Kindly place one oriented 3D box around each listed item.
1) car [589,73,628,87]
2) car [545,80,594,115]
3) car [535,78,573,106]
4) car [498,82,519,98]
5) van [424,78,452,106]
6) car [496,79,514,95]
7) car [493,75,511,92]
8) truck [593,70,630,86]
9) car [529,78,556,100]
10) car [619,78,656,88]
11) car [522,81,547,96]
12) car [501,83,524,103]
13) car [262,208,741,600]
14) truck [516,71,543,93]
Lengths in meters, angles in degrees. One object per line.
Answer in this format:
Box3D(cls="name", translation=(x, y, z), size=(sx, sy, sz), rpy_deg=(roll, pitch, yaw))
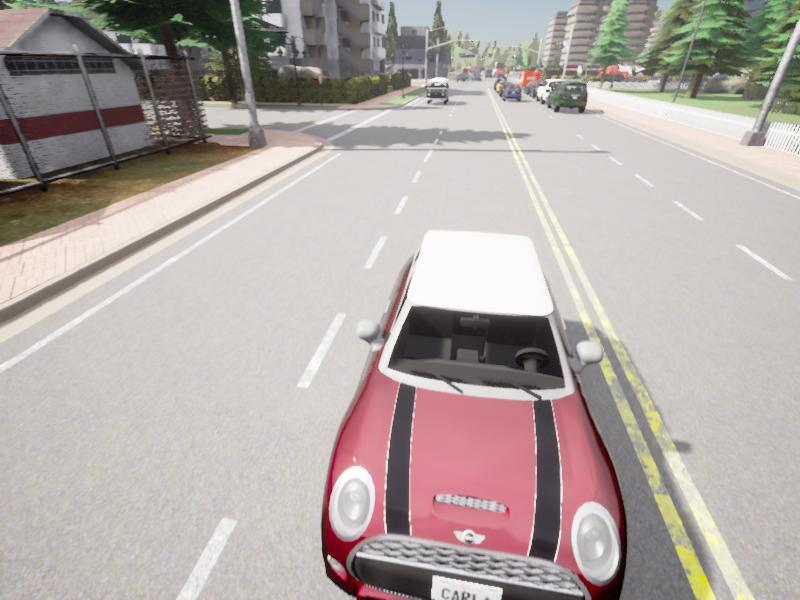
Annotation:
Box3D(cls="car", translation=(37.452, -39.666, 72.137), size=(5.566, 2.045, 2.150), rpy_deg=(4, 31, 7))
Box3D(cls="car", translation=(13.115, -15.936, 31.334), size=(2.150, 2.045, 5.566), rpy_deg=(5, 31, 8))
Box3D(cls="car", translation=(14.309, -19.571, 37.555), size=(2.150, 2.045, 5.566), rpy_deg=(5, 31, 8))
Box3D(cls="car", translation=(12.277, -23.947, 45.565), size=(1.816, 1.474, 4.193), rpy_deg=(5, 31, 8))
Box3D(cls="van", translation=(3.507, -19.149, 36.707), size=(2.069, 2.038, 4.480), rpy_deg=(5, 31, 8))
Box3D(cls="car", translation=(13.426, -27.469, 51.485), size=(1.801, 1.575, 5.366), rpy_deg=(5, 31, 8))
Box3D(cls="car", translation=(14.586, -31.104, 57.410), size=(1.932, 1.855, 4.605), rpy_deg=(5, 31, 8))
Box3D(cls="truck", translation=(39.494, -41.475, 74.843), size=(5.204, 2.467, 2.627), rpy_deg=(5, 31, 6))
Box3D(cls="car", translation=(15.500, -23.108, 43.772), size=(1.932, 1.855, 4.605), rpy_deg=(5, 31, 8))
Box3D(cls="car", translation=(40.833, -37.375, 68.831), size=(4.792, 1.488, 2.163), rpy_deg=(4, 31, 7))
Box3D(cls="car", translation=(16.571, -26.187, 49.434), size=(2.163, 1.488, 4.792), rpy_deg=(5, 31, 8))
Box3D(cls="car", translation=(11.242, -20.836, 40.163), size=(1.789, 1.549, 3.705), rpy_deg=(5, 31, 8))
Box3D(cls="car", translation=(0.651, 0.509, 3.673), size=(1.970, 1.475, 3.806), rpy_deg=(5, 31, 8))
Box3D(cls="truck", translation=(17.622, -29.788, 54.616), size=(2.627, 2.467, 5.204), rpy_deg=(5, 31, 8))
